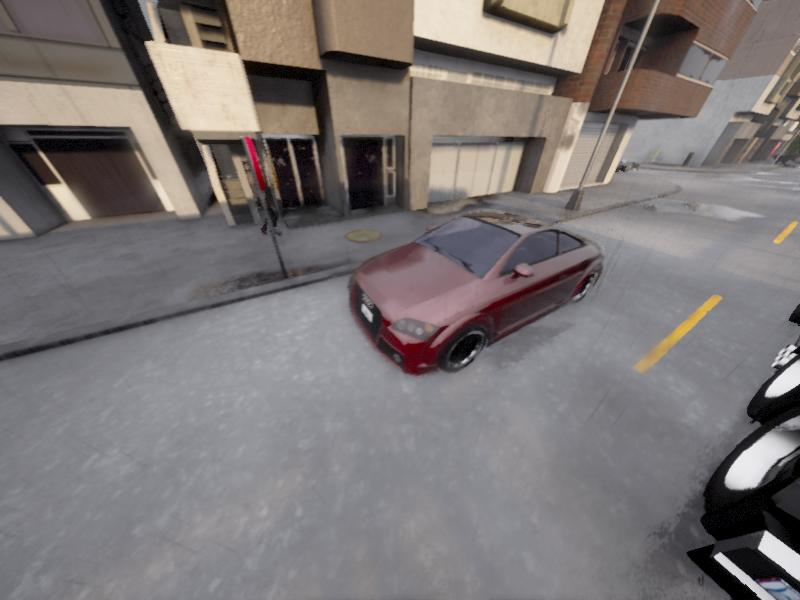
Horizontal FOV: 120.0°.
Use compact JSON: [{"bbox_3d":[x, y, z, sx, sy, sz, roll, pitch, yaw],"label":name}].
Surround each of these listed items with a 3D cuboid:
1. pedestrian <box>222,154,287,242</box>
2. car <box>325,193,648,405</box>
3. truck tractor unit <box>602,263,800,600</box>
[{"bbox_3d":[-3.451,-2.491,5.700,0.751,1.860,0.751,-12,37,-17],"label":"pedestrian"},{"bbox_3d":[1.317,-0.554,3.611,4.181,1.385,1.994,-18,39,-25],"label":"car"},{"bbox_3d":[5.109,-0.303,0.785,6.516,4.208,3.053,-18,39,-24],"label":"truck tractor unit"}]
